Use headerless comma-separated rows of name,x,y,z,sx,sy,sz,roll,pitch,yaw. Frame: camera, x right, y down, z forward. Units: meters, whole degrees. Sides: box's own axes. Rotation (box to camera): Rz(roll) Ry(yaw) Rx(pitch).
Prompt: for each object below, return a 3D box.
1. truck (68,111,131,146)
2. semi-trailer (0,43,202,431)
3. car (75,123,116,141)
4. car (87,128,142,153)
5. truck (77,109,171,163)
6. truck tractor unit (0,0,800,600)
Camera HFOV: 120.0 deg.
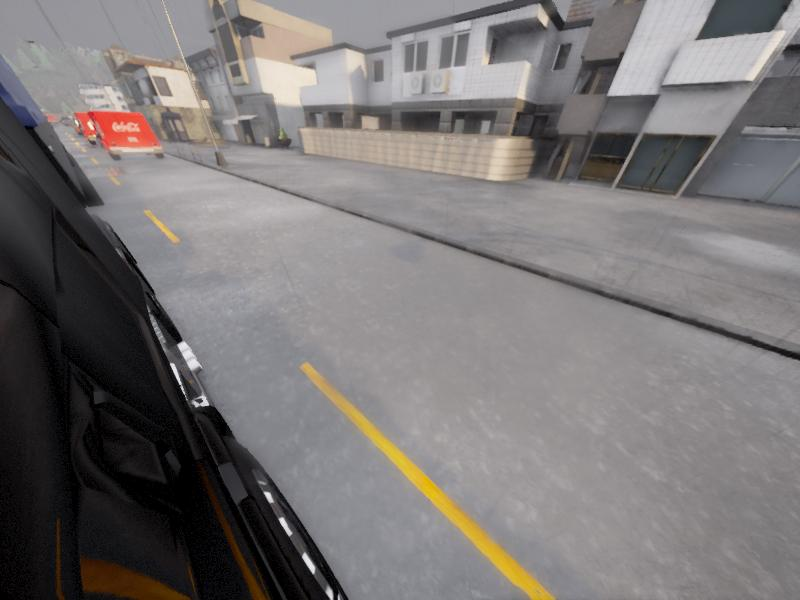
truck,-29.369,-16.734,22.587,5.204,2.467,2.627,28,43,30
semi-trailer,-8.705,-3.574,4.258,14.254,4.402,2.717,28,44,30
car,-35.283,-19.453,26.745,4.974,1.542,2.038,28,43,30
car,-23.851,-13.394,19.275,5.357,1.411,2.033,28,44,30
truck,-18.062,-10.795,15.161,5.204,2.467,2.627,28,44,30
truck tractor unit,-2.645,-0.295,0.351,6.516,4.208,3.053,28,44,30
